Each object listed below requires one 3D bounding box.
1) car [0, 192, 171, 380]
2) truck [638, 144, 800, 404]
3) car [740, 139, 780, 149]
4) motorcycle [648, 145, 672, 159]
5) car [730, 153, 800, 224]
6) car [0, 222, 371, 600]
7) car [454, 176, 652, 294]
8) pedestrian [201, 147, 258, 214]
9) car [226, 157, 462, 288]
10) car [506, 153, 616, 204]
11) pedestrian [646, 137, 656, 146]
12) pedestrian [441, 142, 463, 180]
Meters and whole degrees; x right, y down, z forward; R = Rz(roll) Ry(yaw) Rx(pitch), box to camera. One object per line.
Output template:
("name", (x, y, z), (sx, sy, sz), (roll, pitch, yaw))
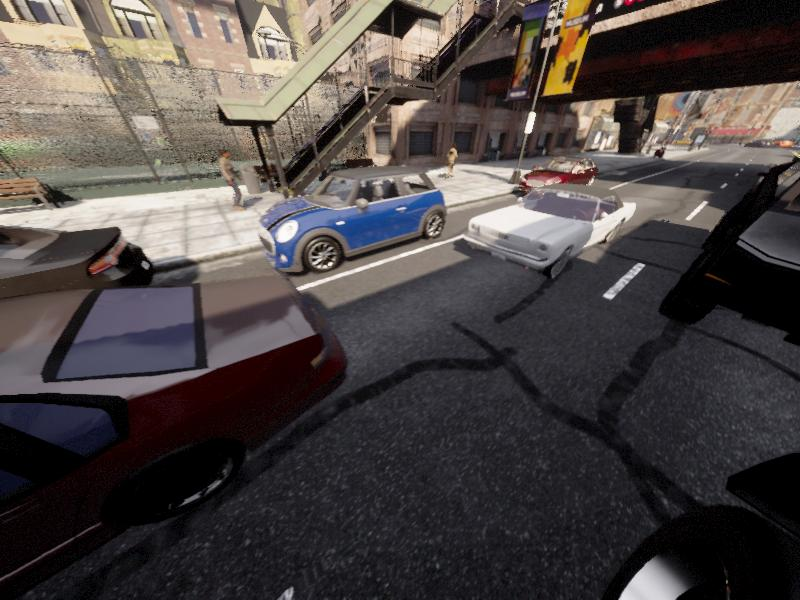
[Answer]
("car", (-6.043, 0.181, 2.374), (5.008, 1.535, 2.097), (-24, 41, -30))
("truck", (6.545, -0.933, 3.364), (6.274, 2.098, 2.390), (-23, 41, -29))
("car", (78.732, -34.271, 50.632), (2.242, 1.667, 4.611), (10, 37, 15))
("motorcycle", (29.387, -16.767, 26.151), (0.856, 1.236, 1.805), (13, 37, 18))
("car", (14.176, -4.112, 8.217), (5.238, 1.638, 1.930), (-24, 41, -29))
("car", (-3.048, 1.015, 1.288), (5.357, 1.411, 2.033), (-24, 41, -30))
("car", (3.690, -1.902, 5.463), (4.718, 1.301, 1.895), (-24, 41, -29))
("pedestrian", (-5.544, -3.944, 7.644), (0.751, 1.860, 0.751), (-9, 36, -12))
("car", (-1.004, -2.236, 5.550), (4.553, 1.767, 2.185), (-24, 41, -30))
("car", (7.610, -5.893, 10.894), (4.892, 1.521, 2.231), (-24, 41, -30))
("pedestrian", (64.094, -40.537, 59.067), (0.751, 1.860, 0.751), (3, 35, 4))
("pedestrian", (3.055, -8.186, 13.600), (0.751, 1.860, 0.751), (-30, 44, -35))
